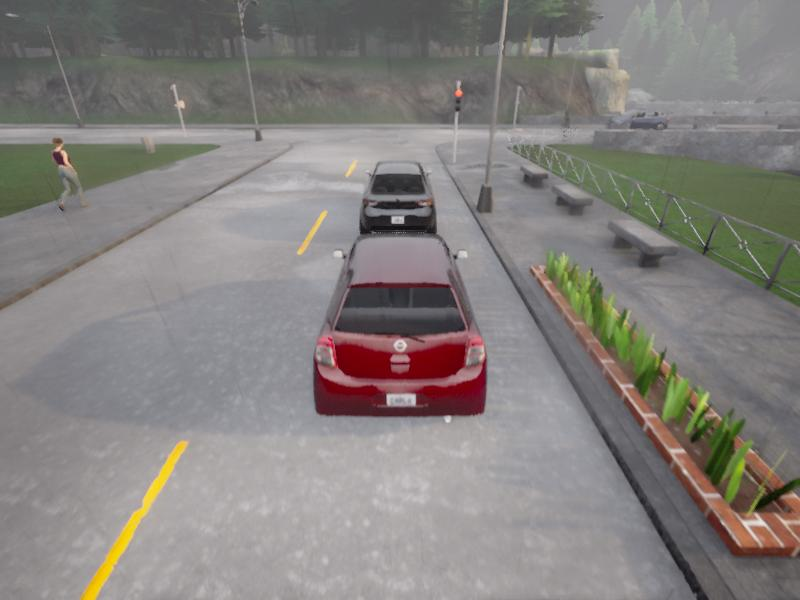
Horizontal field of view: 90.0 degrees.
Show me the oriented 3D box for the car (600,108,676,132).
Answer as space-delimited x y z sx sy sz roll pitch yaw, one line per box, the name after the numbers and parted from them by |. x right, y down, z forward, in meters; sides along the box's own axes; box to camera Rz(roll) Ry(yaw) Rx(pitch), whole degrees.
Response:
19.424 -14.774 32.834 4.611 1.667 2.242 0 28 0 | car

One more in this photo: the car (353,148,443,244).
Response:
-0.036 -2.844 10.258 1.816 1.474 4.193 0 28 0 | car

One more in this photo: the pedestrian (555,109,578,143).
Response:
10.161 -10.631 24.419 0.751 1.860 0.751 0 28 0 | pedestrian

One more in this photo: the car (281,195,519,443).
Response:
0.001 -0.151 5.059 1.845 1.501 3.633 0 28 0 | car

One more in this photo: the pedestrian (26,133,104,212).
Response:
-8.717 -3.329 10.482 0.751 1.860 0.751 2 28 4 | pedestrian
